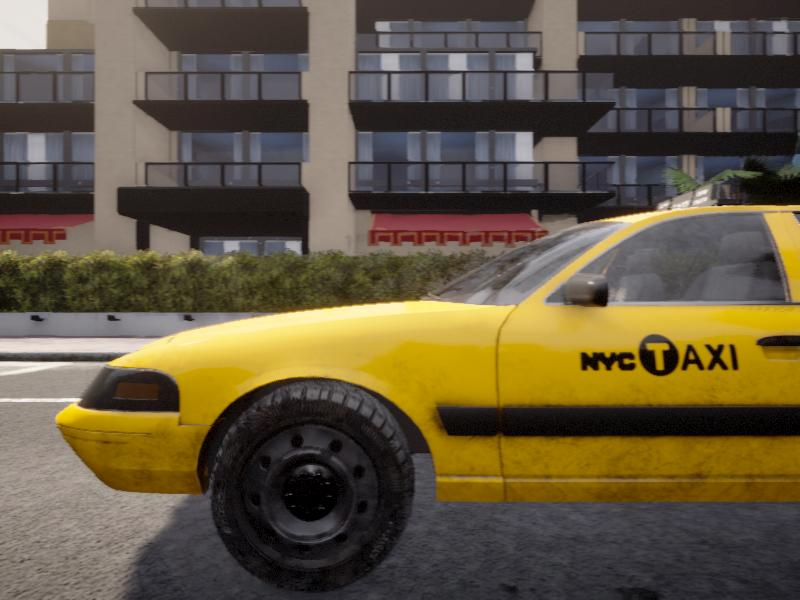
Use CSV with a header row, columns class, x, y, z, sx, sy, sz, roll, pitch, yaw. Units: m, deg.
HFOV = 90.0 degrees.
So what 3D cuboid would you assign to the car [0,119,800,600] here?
class,x,y,z,sx,sy,sz,roll,pitch,yaw
car,1.288,0.201,2.200,5.366,1.575,1.801,0,0,0
